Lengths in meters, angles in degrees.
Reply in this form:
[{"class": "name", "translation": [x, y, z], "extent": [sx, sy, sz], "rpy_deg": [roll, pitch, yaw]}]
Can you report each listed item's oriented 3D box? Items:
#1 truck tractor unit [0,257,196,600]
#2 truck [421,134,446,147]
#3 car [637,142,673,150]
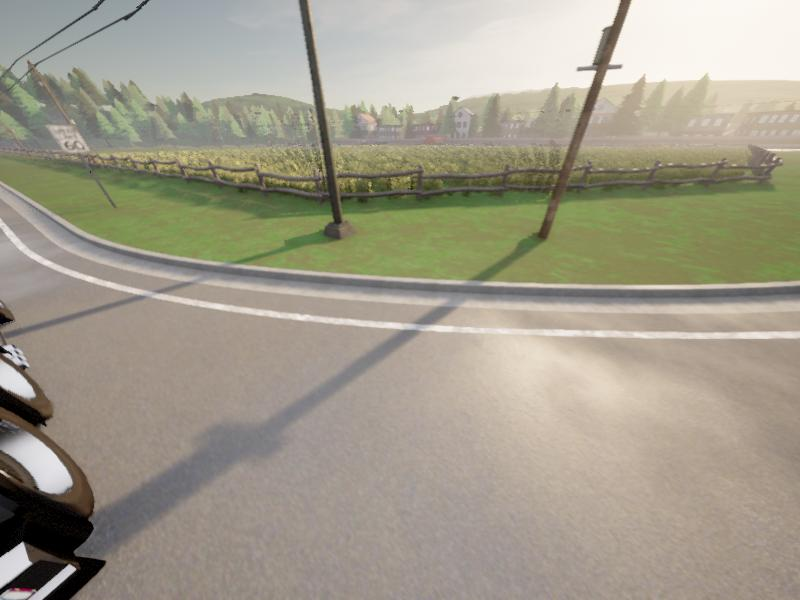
[{"class": "truck tractor unit", "translation": [-5.099, -0.313, 0.795], "extent": [6.516, 4.208, 3.053], "rpy_deg": [19, 39, 25]}, {"class": "truck", "translation": [12.335, -58.639, 84.839], "extent": [8.468, 3.827, 2.891], "rpy_deg": [19, 39, 25]}, {"class": "car", "translation": [60.155, -36.475, 54.585], "extent": [5.366, 1.575, 1.801], "rpy_deg": [19, 39, 25]}]
